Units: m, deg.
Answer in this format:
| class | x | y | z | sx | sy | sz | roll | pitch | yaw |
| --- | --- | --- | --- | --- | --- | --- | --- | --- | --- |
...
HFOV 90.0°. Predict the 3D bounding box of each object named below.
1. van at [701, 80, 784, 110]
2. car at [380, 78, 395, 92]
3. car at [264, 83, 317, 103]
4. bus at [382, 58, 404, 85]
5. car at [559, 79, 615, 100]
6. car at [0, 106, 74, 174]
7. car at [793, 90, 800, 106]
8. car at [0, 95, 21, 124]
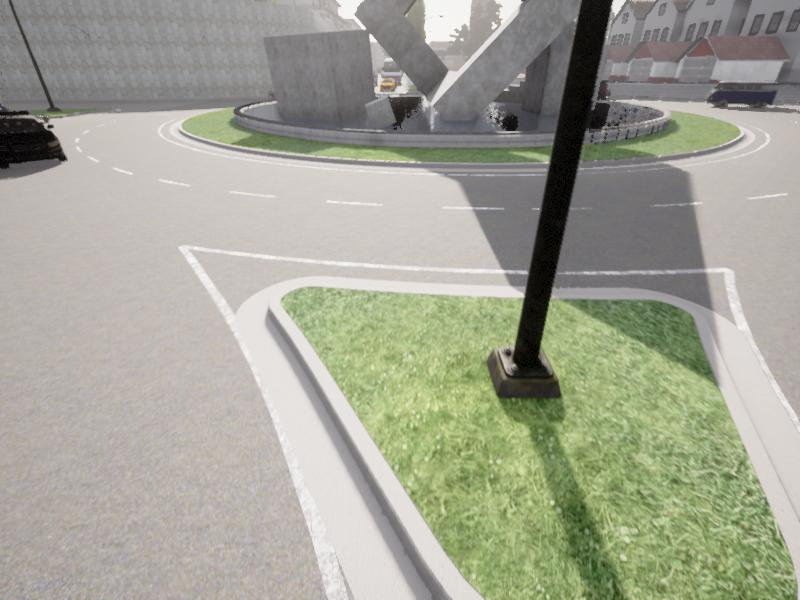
| class | x | y | z | sx | sy | sz | roll | pitch | yaw |
| --- | --- | --- | --- | --- | --- | --- | --- | --- | --- |
| van | 27.835 | -16.829 | 32.747 | 4.442 | 1.987 | 1.775 | 11 | 32 | 18 |
| car | -1.701 | -30.204 | 56.142 | 1.882 | 1.535 | 5.008 | 1 | 30 | 2 |
| car | -10.914 | -20.786 | 40.040 | 4.514 | 1.525 | 2.007 | -22 | 37 | -33 |
| bus | -1.183 | -43.158 | 75.496 | 3.944 | 4.253 | 10.273 | 0 | 30 | 1 |
| car | 19.590 | -22.162 | 42.070 | 4.553 | 1.767 | 2.097 | 26 | 39 | 36 |
| car | -14.027 | -6.072 | 14.781 | 1.930 | 1.638 | 5.238 | -26 | 39 | -37 |
| car | 36.823 | -17.179 | 33.640 | 4.611 | 1.667 | 2.242 | 5 | 31 | 9 |
| car | -26.204 | -11.807 | 24.717 | 3.633 | 1.501 | 1.845 | 5 | 31 | 8 |
